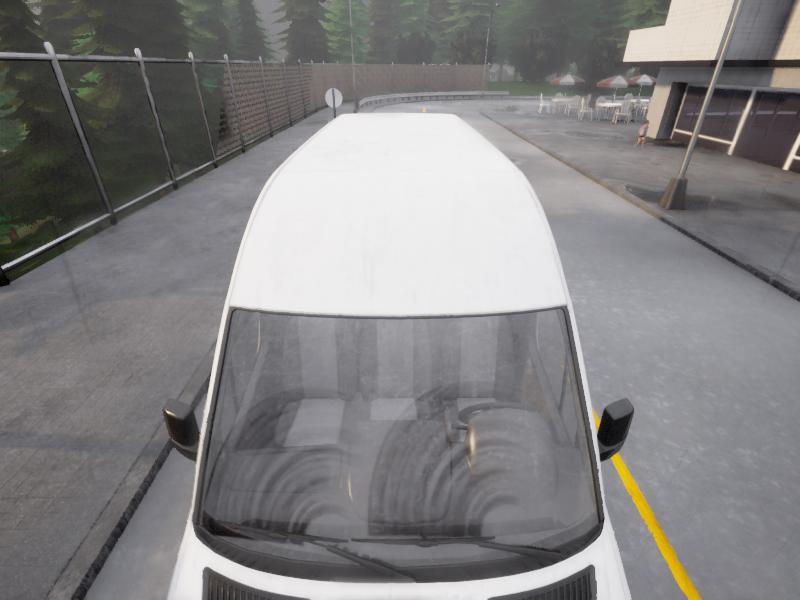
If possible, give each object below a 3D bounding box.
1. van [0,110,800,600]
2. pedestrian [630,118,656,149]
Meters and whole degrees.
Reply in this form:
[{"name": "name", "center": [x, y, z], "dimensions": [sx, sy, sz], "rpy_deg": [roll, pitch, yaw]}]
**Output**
[{"name": "van", "center": [-0.017, 0.047, 3.433], "dimensions": [1.988, 2.561, 5.915], "rpy_deg": [0, 30, 0]}, {"name": "pedestrian", "center": [9.907, -6.804, 16.328], "dimensions": [0.500, 1.100, 0.500], "rpy_deg": [1, 30, 2]}]
